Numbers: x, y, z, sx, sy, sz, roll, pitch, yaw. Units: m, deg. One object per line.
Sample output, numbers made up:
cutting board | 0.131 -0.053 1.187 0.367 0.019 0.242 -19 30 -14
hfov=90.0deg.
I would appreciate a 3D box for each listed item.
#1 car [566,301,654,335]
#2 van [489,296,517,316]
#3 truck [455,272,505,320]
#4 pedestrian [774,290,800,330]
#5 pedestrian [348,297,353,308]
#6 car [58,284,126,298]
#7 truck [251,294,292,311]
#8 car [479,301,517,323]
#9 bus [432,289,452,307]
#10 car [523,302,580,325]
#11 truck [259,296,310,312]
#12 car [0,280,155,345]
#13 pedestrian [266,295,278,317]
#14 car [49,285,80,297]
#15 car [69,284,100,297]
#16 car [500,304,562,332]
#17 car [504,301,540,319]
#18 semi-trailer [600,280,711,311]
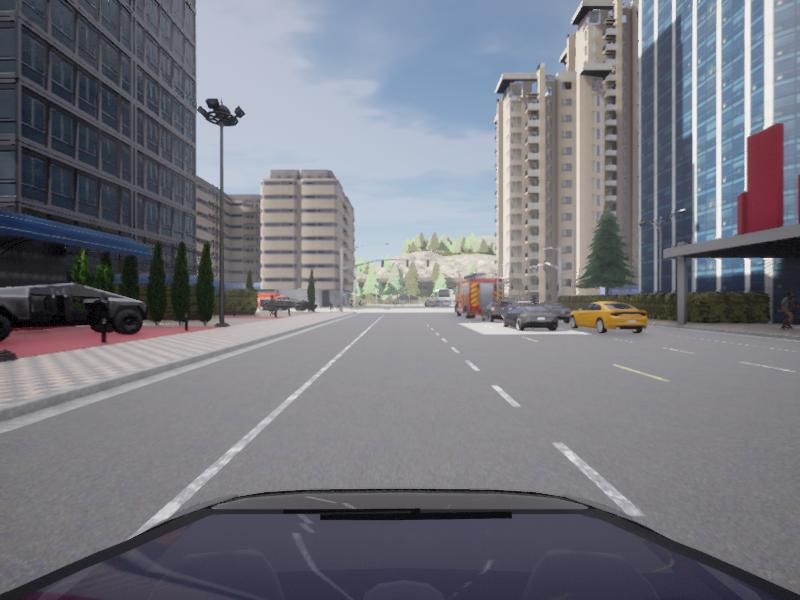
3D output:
car | 10.500 0.824 20.538 1.882 1.535 5.008 0 0 0
van | 10.501 0.600 41.005 1.775 1.987 4.442 0 0 0
truck | 7.008 -0.319 36.424 2.891 3.827 8.468 0 0 0
pedestrian | 18.564 0.486 19.053 0.751 1.860 0.751 0 0 -6
pedestrian | -8.453 0.487 68.747 0.751 1.860 0.751 0 0 0
car | -12.431 -0.346 16.189 1.750 0.535 1.642 0 0 31
truck | -18.731 0.359 58.580 5.204 2.467 2.627 0 0 1
car | 7.002 0.828 28.857 1.845 1.501 3.633 0 0 0
bus | 10.384 -0.531 100.343 3.944 4.253 10.273 0 0 0
car | 10.503 0.896 28.253 2.033 1.411 5.357 0 0 0
truck | -15.827 0.544 55.037 6.274 2.098 2.390 0 0 1
car | -13.121 0.403 15.019 2.390 2.098 6.274 0 0 31
pedestrian | -10.596 0.485 33.119 0.751 1.860 0.751 0 0 4
car | -13.489 -0.339 16.098 0.156 0.468 0.945 0 0 31
car | -11.999 -0.339 15.220 0.156 0.468 0.945 0 0 31
car | 7.008 0.908 21.910 1.994 1.385 4.181 0 0 0
car | 10.500 0.855 34.709 1.970 1.475 3.806 0 0 0
semi-trailer | 36.897 -0.615 58.165 14.254 4.402 2.717 0 0 2
